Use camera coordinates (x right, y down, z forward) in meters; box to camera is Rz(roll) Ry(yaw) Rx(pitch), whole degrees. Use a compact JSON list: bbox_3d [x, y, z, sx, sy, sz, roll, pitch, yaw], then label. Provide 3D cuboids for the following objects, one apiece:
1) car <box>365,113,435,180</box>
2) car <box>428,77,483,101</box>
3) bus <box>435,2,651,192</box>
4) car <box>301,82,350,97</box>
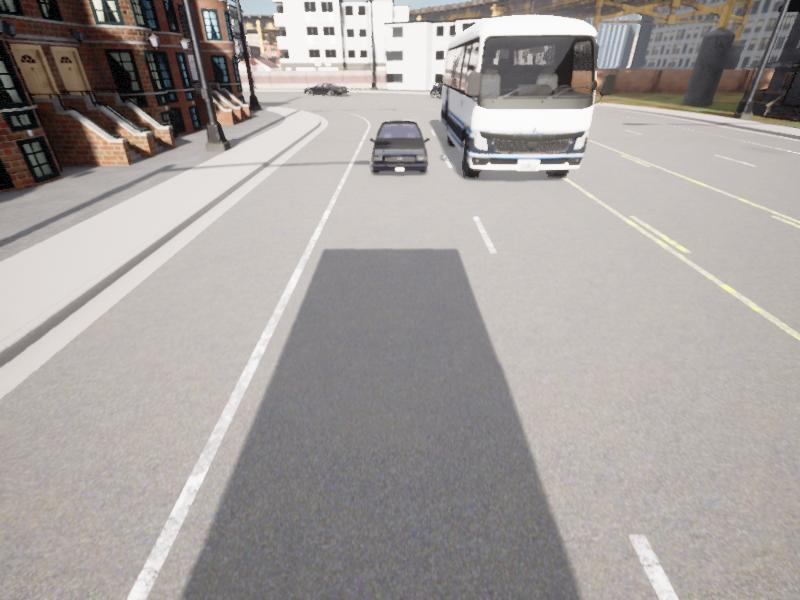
[{"bbox_3d":[-0.012,-5.674,14.357,2.033,1.411,5.357,0,30,0],"label":"car"},{"bbox_3d":[5.639,-22.004,41.620,2.150,2.045,5.566,-22,37,-33],"label":"car"},{"bbox_3d":[3.684,-7.422,14.486,3.944,4.253,10.273,0,30,0],"label":"bus"},{"bbox_3d":[-8.887,-25.123,47.726,5.357,1.411,2.033,13,33,21],"label":"car"}]
